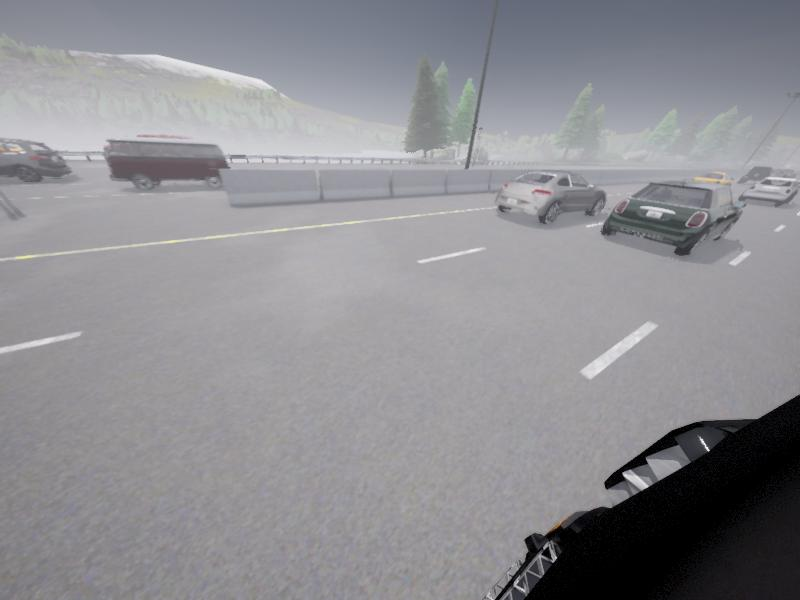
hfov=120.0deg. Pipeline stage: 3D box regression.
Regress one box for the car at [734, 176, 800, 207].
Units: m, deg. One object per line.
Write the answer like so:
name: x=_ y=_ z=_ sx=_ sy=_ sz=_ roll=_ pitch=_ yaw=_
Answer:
car: x=24.736 y=-7.281 z=15.344 sx=3.806 sy=1.475 sz=1.970 roll=-16 pitch=38 yaw=-26

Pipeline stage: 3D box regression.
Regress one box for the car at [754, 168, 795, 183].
car: x=55.368 y=-18.428 z=34.157 sx=4.611 sy=1.667 sz=2.242 roll=-16 pitch=38 yaw=-26

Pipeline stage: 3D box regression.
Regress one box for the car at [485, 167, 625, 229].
car: x=6.206 y=-4.293 z=9.325 sx=5.027 sy=1.651 sz=2.152 roll=-16 pitch=38 yaw=-26

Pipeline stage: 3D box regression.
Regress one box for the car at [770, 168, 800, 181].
car: x=67.302 y=-21.852 z=40.204 sx=4.856 sy=1.649 sz=2.033 roll=-15 pitch=38 yaw=-25

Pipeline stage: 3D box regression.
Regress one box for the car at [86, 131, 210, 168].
car: x=-18.017 y=-11.052 z=17.141 sx=5.566 sy=2.045 sz=2.150 roll=-16 pitch=38 yaw=-26

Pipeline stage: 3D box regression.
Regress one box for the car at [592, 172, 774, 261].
car: x=8.713 y=-2.828 z=7.183 sx=4.553 sy=1.767 sz=2.097 roll=-16 pitch=38 yaw=-26

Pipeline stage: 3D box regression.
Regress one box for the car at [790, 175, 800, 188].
car: x=50.125 y=-14.637 z=28.156 sx=3.988 sy=1.617 sz=1.851 roll=-16 pitch=38 yaw=-26

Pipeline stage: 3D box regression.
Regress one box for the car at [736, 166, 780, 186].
car: x=43.580 y=-15.131 z=28.121 sx=3.866 sy=1.878 sz=1.905 roll=-15 pitch=38 yaw=-26

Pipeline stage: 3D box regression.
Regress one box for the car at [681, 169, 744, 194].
car: x=26.474 y=-10.077 z=19.552 sx=5.366 sy=1.575 sz=1.801 roll=-16 pitch=38 yaw=-26

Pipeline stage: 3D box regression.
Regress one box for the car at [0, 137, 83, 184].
car: x=-18.567 y=-6.238 z=10.260 sx=4.611 sy=1.667 sz=2.242 roll=-16 pitch=38 yaw=-26

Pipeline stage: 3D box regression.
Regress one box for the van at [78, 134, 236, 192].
van: x=-10.645 y=-6.377 z=10.804 sx=4.442 sy=1.987 sz=1.775 roll=-16 pitch=38 yaw=-26

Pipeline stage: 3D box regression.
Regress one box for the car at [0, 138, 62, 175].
car: x=-22.174 y=-7.404 z=11.839 sx=5.008 sy=1.535 sz=1.882 roll=-16 pitch=38 yaw=-26
